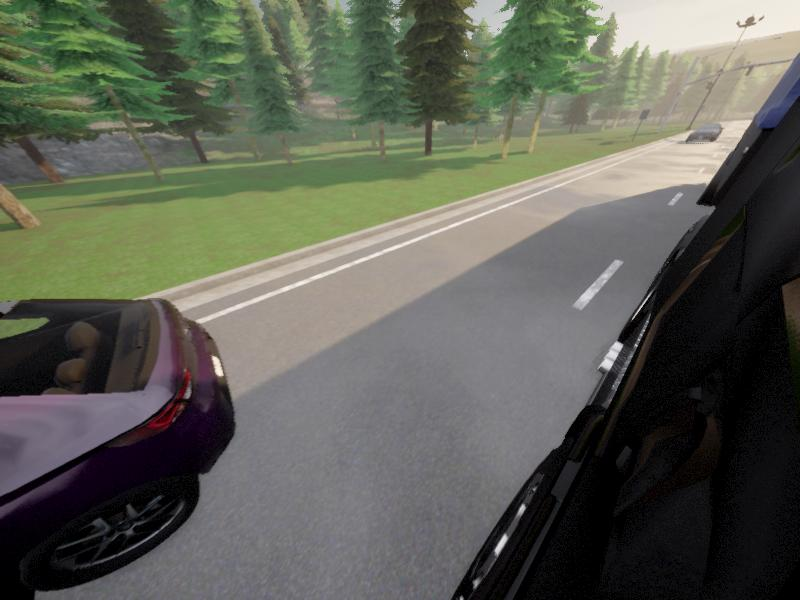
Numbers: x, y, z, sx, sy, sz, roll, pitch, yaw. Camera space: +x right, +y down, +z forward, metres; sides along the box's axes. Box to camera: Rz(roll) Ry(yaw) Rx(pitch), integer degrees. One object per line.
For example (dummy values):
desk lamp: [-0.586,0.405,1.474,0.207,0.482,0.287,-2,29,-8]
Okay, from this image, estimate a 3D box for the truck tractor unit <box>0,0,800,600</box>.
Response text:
truck tractor unit: [2.645,-0.295,0.351,6.516,4.208,3.053,-28,44,-30]

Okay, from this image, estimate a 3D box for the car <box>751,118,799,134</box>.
car: [44.988,-20.913,27.744,4.181,1.385,1.994,-20,40,-22]

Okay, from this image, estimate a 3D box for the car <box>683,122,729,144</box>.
car: [29.124,-15.915,21.976,4.674,1.442,1.812,-27,43,-29]

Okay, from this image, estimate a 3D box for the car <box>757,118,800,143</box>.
car: [33.059,-14.505,19.741,1.789,1.549,3.705,27,45,33]

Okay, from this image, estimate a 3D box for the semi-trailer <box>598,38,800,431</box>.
semi-trailer: [8.696,-3.602,4.237,14.254,4.402,2.717,-28,43,-30]

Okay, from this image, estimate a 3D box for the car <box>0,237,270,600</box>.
car: [-3.253,1.268,0.921,4.193,1.474,1.816,-29,44,-30]

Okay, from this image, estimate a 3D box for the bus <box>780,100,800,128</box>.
bus: [64.838,-27.456,32.846,10.273,4.253,3.944,7,35,13]
